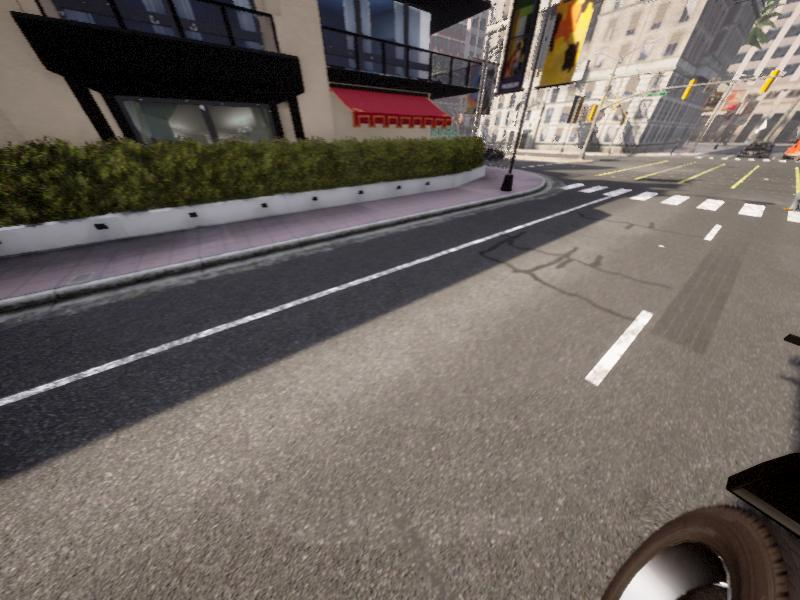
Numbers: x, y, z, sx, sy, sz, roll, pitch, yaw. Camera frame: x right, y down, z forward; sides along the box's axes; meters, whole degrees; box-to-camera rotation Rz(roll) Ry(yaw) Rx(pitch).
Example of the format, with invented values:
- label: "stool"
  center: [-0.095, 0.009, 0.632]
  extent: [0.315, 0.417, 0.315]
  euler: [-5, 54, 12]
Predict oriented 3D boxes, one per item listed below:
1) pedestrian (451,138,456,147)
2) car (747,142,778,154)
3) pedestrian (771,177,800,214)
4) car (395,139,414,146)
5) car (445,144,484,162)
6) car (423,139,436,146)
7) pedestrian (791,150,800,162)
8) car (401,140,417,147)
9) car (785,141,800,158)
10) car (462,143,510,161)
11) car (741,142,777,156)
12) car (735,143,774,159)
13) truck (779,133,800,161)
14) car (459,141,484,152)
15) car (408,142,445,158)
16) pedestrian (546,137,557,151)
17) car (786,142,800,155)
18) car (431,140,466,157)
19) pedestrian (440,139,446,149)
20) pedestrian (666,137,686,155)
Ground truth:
- label: "pedestrian"
  center: [12.205, -36.048, 52.851]
  extent: [0.751, 1.860, 0.751]
  euler: [-1, 35, -2]
- label: "car"
  center: [55.230, -23.186, 35.150]
  extent: [4.181, 1.385, 1.994]
  euler: [-23, 41, -29]
- label: "pedestrian"
  center: [13.899, -3.926, 7.707]
  extent: [0.751, 1.860, 0.751]
  euler: [-22, 41, -27]
- label: "car"
  center: [1.244, -44.438, 65.313]
  extent: [4.974, 1.542, 2.038]
  euler: [-22, 41, -28]
- label: "car"
  center: [7.289, -16.852, 26.389]
  extent: [1.970, 1.475, 3.806]
  euler: [-23, 41, -28]
- label: "car"
  center: [8.949, -47.573, 69.717]
  extent: [3.705, 1.549, 1.789]
  euler: [-22, 41, -28]
- label: "pedestrian"
  center: [40.277, -14.780, 22.890]
  extent: [0.751, 1.860, 0.751]
  euler: [-21, 40, -27]
- label: "car"
  center: [2.309, -42.379, 62.450]
  extent: [3.988, 1.617, 1.851]
  euler: [-22, 41, -28]
- label: "car"
  center: [50.407, -18.792, 28.731]
  extent: [5.238, 1.638, 1.930]
  euler: [-23, 41, -28]
- label: "car"
  center: [10.236, -17.972, 27.908]
  extent: [2.038, 1.542, 4.974]
  euler: [-23, 41, -28]
- label: "car"
  center: [48.953, -20.576, 31.475]
  extent: [5.357, 1.411, 2.033]
  euler: [-23, 41, -28]
- label: "car"
  center: [42.270, -17.813, 27.527]
  extent: [4.892, 1.490, 1.837]
  euler: [-22, 41, -28]
- label: "truck"
  center: [44.830, -16.787, 25.214]
  extent: [5.204, 2.467, 2.627]
  euler: [-23, 41, -29]
- label: "car"
  center: [12.690, -27.404, 41.269]
  extent: [1.970, 1.475, 3.806]
  euler: [-23, 41, -28]
- label: "car"
  center: [3.398, -20.052, 30.791]
  extent: [1.930, 1.638, 5.238]
  euler: [-23, 41, -28]
- label: "pedestrian"
  center: [25.893, -26.671, 39.517]
  extent: [0.751, 1.860, 0.751]
  euler: [-21, 40, -26]
- label: "car"
  center: [56.649, -21.290, 32.459]
  extent: [4.181, 1.385, 1.994]
  euler: [-22, 41, -28]
- label: "car"
  center: [6.604, -21.043, 31.967]
  extent: [1.932, 1.855, 4.605]
  euler: [-23, 41, -28]
- label: "pedestrian"
  center: [9.036, -33.181, 49.082]
  extent: [0.751, 1.860, 0.751]
  euler: [-24, 42, -29]
- label: "pedestrian"
  center: [35.052, -19.521, 29.358]
  extent: [0.751, 1.860, 0.751]
  euler: [-24, 42, -30]
